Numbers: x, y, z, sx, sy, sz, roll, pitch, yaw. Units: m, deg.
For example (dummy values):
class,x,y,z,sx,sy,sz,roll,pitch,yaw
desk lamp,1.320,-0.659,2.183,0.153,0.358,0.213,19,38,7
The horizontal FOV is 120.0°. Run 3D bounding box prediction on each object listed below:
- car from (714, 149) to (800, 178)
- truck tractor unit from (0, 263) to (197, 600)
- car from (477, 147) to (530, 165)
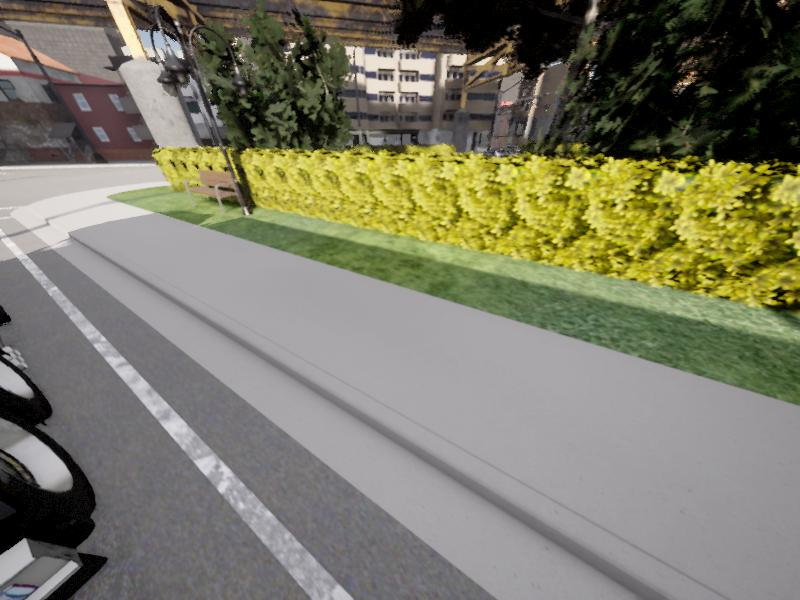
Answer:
class,x,y,z,sx,sy,sz,roll,pitch,yaw
car,28.110,-10.336,17.316,2.128,1.511,4.902,-7,35,-10
truck tractor unit,-5.112,-0.298,0.788,6.516,4.208,3.053,18,39,24
car,11.470,-16.167,25.819,4.974,1.542,2.038,-9,36,-12
